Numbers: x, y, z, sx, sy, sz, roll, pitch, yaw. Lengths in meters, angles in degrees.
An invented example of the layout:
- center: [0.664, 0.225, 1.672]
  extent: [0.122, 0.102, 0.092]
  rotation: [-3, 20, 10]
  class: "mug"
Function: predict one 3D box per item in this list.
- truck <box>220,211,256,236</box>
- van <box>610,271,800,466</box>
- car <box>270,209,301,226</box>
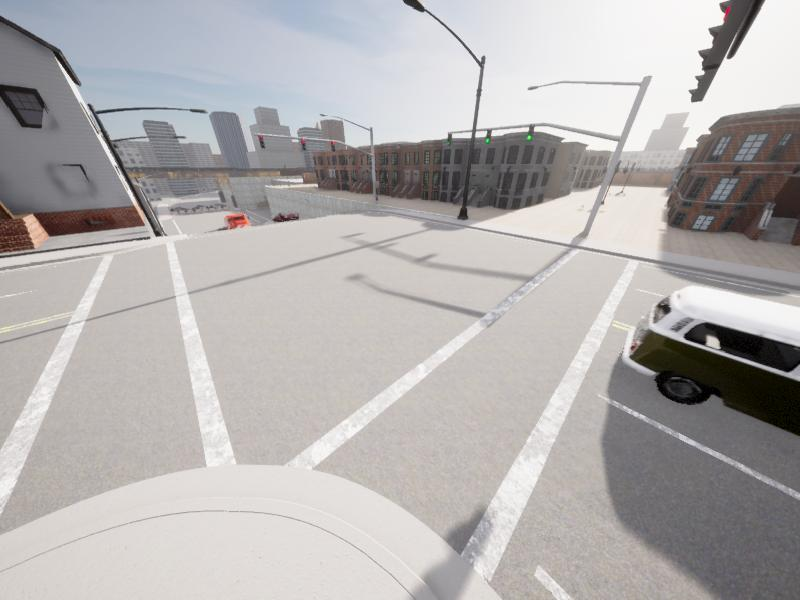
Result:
- center: [-22.888, -10.737, 32.572]
  extent: [2.627, 2.467, 5.204]
  rotation: [-27, 26, -38]
  class: "truck"
- center: [7.035, 1.354, 3.929]
  extent: [2.069, 2.038, 4.480]
  rotation: [-26, 38, -37]
  class: "van"
- center: [-14.173, -10.099, 28.456]
  extent: [1.895, 1.301, 4.718]
  rotation: [-27, 26, -37]
  class: "car"
